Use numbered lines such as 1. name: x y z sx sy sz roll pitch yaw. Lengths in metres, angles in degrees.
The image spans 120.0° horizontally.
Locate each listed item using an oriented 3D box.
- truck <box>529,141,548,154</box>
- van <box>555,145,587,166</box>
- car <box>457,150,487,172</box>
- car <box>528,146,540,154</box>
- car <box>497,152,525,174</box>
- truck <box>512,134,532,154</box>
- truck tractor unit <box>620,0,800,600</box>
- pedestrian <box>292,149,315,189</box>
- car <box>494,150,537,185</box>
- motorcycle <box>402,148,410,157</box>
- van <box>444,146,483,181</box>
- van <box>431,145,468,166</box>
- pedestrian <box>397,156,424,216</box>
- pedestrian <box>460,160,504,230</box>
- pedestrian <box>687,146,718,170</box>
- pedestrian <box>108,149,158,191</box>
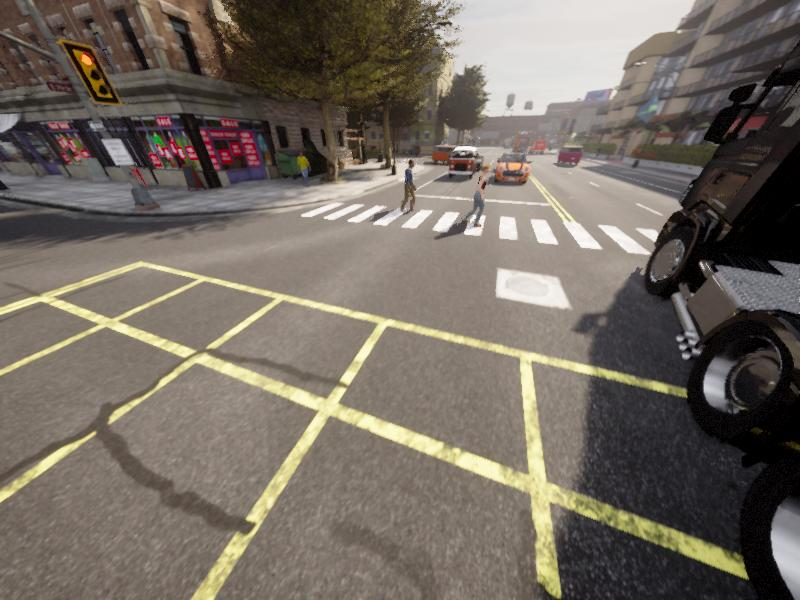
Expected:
1. truck: 31.773 -34.994 53.081 2.627 2.467 5.204 12 34 16
2. van: 20.745 -17.731 28.282 1.775 1.987 4.442 12 36 16
3. car: 7.405 -14.230 23.490 2.152 1.651 5.027 12 36 16
4. car: 34.284 -38.414 59.078 1.970 1.475 3.806 12 36 16
5. car: 10.451 -13.135 21.994 1.837 1.490 4.892 12 37 16
6. truck: 30.176 -38.821 57.514 2.891 3.827 8.468 12 36 16
7. truck tractor unit: 4.546 -0.649 1.298 3.053 4.208 6.516 22 40 28
8. pedestrian: -5.262 -7.162 12.630 0.751 1.860 0.751 -14 37 -20
9. car: 8.032 -9.518 16.439 2.097 1.767 4.553 12 36 16
10. motorcycle: 1.058 -27.315 42.724 0.764 1.277 2.356 -14 35 -2
11. van: 5.018 -10.720 17.983 2.069 2.038 4.480 12 36 16
12. van: 5.983 -18.014 28.705 1.775 1.987 4.442 -19 39 -25
13. pedestrian: 0.371 -4.199 8.556 0.751 1.860 0.751 13 36 18
14. pedestrian: 2.446 -3.216 7.115 0.751 1.860 0.751 -1 34 -1
15. pedestrian: 27.797 -13.094 21.286 0.751 1.860 0.751 12 36 17
16. pedestrian: -13.891 -6.779 12.077 0.751 1.860 0.751 14 37 19
